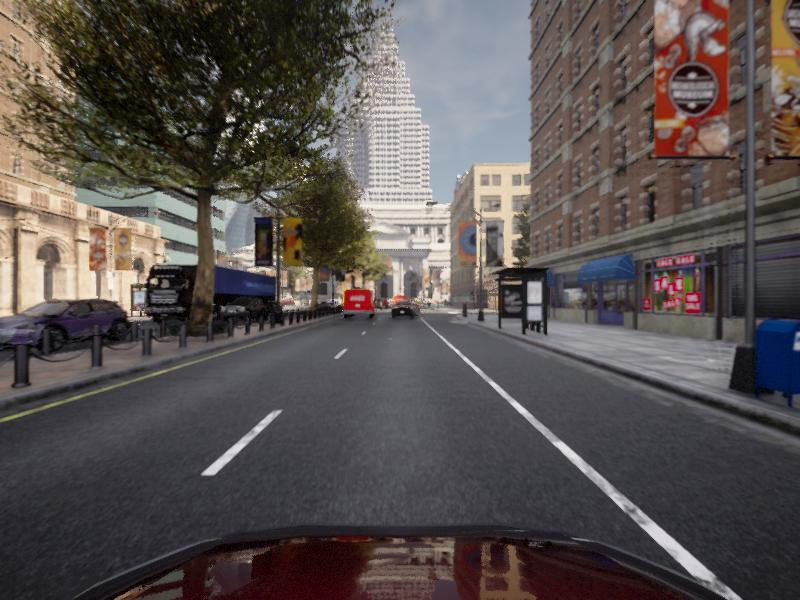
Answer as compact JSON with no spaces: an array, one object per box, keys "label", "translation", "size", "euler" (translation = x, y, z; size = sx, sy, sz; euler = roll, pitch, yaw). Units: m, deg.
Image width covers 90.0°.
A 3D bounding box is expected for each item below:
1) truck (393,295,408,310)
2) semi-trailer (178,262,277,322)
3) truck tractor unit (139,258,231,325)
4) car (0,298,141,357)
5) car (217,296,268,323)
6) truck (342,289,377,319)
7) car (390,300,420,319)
[{"label":"truck","translation":[0.044,0.358,72.225],"size":[2.627,2.467,5.204],"euler":[0,2,0]},{"label":"semi-trailer","translation":[-14.859,-0.626,36.502],"size":[2.717,4.402,14.254],"euler":[0,0,1]},{"label":"truck tractor unit","translation":[-14.967,-0.524,28.590],"size":[3.053,4.208,6.516],"euler":[0,0,0]},{"label":"car","translation":[-11.493,0.771,13.715],"size":[2.033,1.649,4.856],"euler":[0,1,0]},{"label":"car","translation":[-11.479,0.645,29.511],"size":[1.932,1.855,4.605],"euler":[0,0,0]},{"label":"truck","translation":[-3.476,0.347,35.370],"size":[2.627,2.467,5.204],"euler":[0,0,0]},{"label":"car","translation":[0.548,0.816,36.220],"size":[2.038,1.542,4.974],"euler":[1,0,8]}]
